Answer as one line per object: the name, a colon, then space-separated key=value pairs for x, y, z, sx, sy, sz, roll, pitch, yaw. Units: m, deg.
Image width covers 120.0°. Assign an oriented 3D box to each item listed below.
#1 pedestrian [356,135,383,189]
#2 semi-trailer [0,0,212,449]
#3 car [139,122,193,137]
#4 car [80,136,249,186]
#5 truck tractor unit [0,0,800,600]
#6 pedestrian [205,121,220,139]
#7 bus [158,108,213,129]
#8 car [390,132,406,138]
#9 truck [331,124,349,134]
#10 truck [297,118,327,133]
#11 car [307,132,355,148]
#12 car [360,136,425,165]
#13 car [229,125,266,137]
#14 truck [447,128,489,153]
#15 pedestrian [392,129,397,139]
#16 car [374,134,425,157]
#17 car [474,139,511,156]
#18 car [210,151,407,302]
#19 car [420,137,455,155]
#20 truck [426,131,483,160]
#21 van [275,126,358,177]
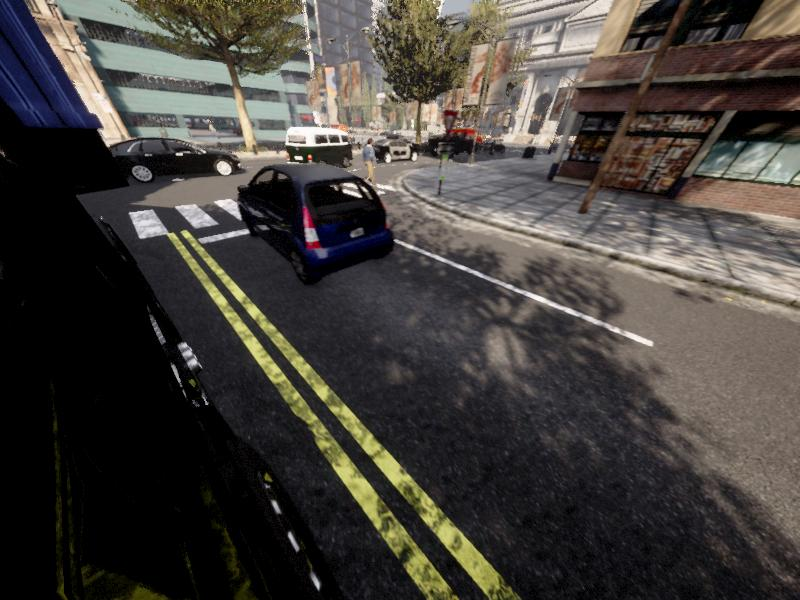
pedestrian: x=-1.274 y=-5.880 z=9.888 sx=0.751 sy=1.860 sz=0.751 roll=-24 pitch=44 yaw=-31
semi-trailer: x=-10.037 y=-1.871 z=1.824 sx=14.254 sy=4.402 sz=2.717 roll=7 pitch=36 yaw=5
car: x=-31.664 y=-23.120 z=31.421 sx=2.161 sy=1.482 sz=4.786 roll=31 pitch=45 yaw=33
car: x=-9.980 y=-6.339 z=10.313 sx=1.837 sy=1.490 sz=4.892 roll=31 pitch=45 yaw=33
truck tractor unit: x=-2.645 y=-0.295 z=0.351 sx=6.516 sy=4.208 sz=3.053 roll=28 pitch=44 yaw=30
pedestrian: x=-24.677 y=-22.385 z=30.409 sx=0.751 sy=1.860 sz=0.751 roll=26 pitch=42 yaw=28
bus: x=-60.537 y=-51.452 z=65.614 sx=3.944 sy=4.253 sz=10.273 roll=31 pitch=45 yaw=33
car: x=-0.545 y=-46.581 z=65.193 sx=4.181 sy=1.385 sz=1.994 roll=31 pitch=45 yaw=33
truck: x=-20.517 y=-58.907 z=79.645 sx=5.204 sy=2.467 sz=2.627 roll=13 pitch=38 yaw=14
truck: x=-29.319 y=-58.691 z=77.665 sx=8.468 sy=3.827 sz=2.891 roll=7 pitch=37 yaw=5
car: x=-8.544 y=-20.076 z=28.990 sx=2.033 sy=1.411 sz=5.357 roll=31 pitch=45 yaw=33
car: x=-0.453 y=-12.041 z=18.462 sx=1.930 sy=1.638 sz=5.238 roll=31 pitch=45 yaw=33
car: x=-26.633 y=-29.693 z=40.520 sx=2.128 sy=1.511 sz=4.902 roll=31 pitch=45 yaw=33
truck: x=8.910 y=-20.929 z=30.321 sx=2.627 sy=2.467 sz=5.204 roll=31 pitch=45 yaw=33
pedestrian: x=-1.257 y=-37.601 z=52.361 sx=0.751 sy=1.860 sz=0.751 roll=-23 pitch=43 yaw=-30
car: x=0.030 y=-15.342 z=22.939 sx=1.930 sy=1.638 sz=5.238 roll=31 pitch=45 yaw=33
car: x=11.577 y=-19.119 z=28.855 sx=2.128 sy=1.511 sz=4.902 roll=31 pitch=45 yaw=33
car: x=-1.966 y=-1.882 z=4.713 sx=1.851 sy=1.617 sz=3.988 roll=-28 pitch=46 yaw=-35
car: x=4.389 y=-17.859 z=26.739 sx=1.970 sy=1.475 sz=3.806 roll=31 pitch=45 yaw=33
truck: x=5.619 y=-15.818 z=23.545 sx=2.390 sy=2.098 sz=6.274 roll=31 pitch=45 yaw=33
van: x=-4.498 y=-8.745 z=13.436 sx=2.069 sy=2.038 sz=4.480 roll=13 pitch=38 yaw=14
